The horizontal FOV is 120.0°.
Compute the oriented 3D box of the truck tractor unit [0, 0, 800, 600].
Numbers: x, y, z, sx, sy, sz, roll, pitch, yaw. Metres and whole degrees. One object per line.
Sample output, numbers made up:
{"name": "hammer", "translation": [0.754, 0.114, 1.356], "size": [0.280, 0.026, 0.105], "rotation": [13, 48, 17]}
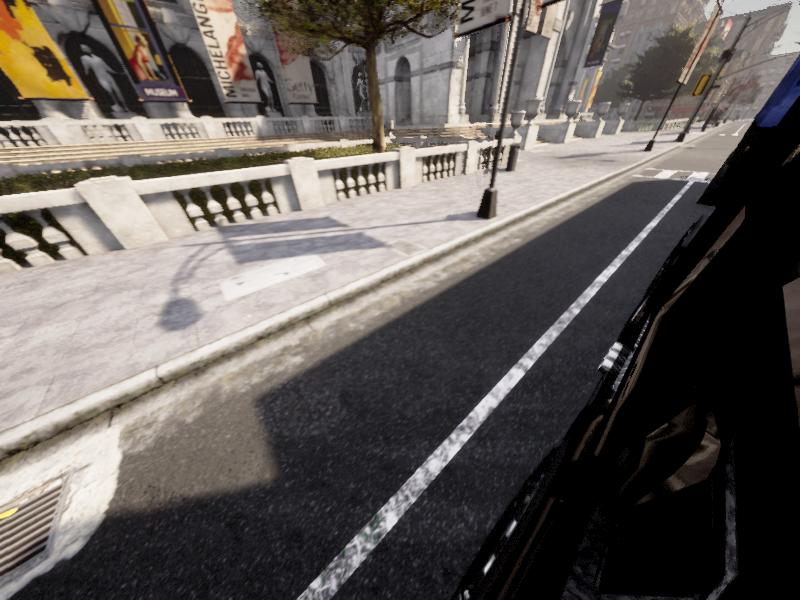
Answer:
{"name": "truck tractor unit", "translation": [2.645, -0.295, 0.351], "size": [6.516, 4.208, 3.053], "rotation": [-28, 44, -30]}

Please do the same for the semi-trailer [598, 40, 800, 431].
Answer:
{"name": "semi-trailer", "translation": [8.708, -3.593, 4.228], "size": [14.254, 4.402, 2.717], "rotation": [-28, 44, -30]}
